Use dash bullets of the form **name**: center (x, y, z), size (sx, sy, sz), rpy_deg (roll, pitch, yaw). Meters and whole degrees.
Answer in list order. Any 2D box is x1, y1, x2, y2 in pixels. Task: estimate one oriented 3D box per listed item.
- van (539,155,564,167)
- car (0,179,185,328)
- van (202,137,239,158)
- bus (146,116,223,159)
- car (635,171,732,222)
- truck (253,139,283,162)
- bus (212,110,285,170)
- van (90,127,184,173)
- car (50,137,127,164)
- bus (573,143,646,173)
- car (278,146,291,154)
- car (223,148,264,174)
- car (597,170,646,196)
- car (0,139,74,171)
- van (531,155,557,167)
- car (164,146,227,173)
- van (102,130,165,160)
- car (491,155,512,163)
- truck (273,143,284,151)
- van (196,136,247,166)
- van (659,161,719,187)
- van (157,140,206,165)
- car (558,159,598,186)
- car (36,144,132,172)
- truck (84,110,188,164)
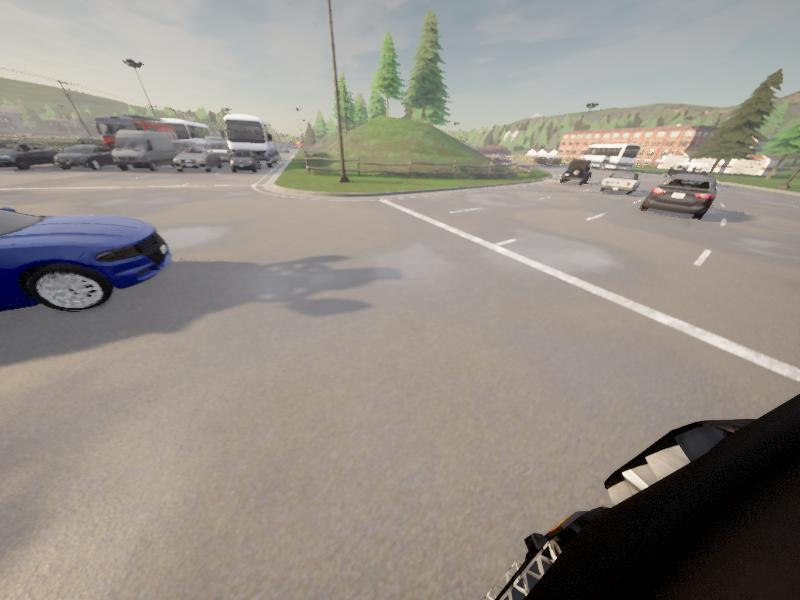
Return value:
- **van**: center (35.095, -32.364, 53.713), size (1.775, 1.987, 4.442), rpy_deg (-6, 34, -13)
- **car**: center (-6.471, -0.539, 2.970), size (5.008, 1.535, 1.882), rpy_deg (-16, 38, -26)
- **van**: center (-26.866, -23.012, 34.904), size (2.351, 2.431, 6.366), rpy_deg (-9, 35, -17)
- **bus**: center (-29.840, -22.966, 32.973), size (3.944, 4.253, 10.273), rpy_deg (-9, 35, -17)
- **car**: center (14.207, -5.351, 11.561), size (4.611, 1.667, 2.242), rpy_deg (-22, 41, -33)
- **truck**: center (-18.548, -21.254, 32.757), size (2.627, 2.467, 5.204), rpy_deg (-9, 35, -17)
- **bus**: center (-15.287, -16.896, 24.743), size (3.944, 4.253, 10.273), rpy_deg (-9, 35, -17)
- **van**: center (-20.019, -11.769, 18.194), size (1.988, 2.561, 5.915), rpy_deg (-9, 35, -17)
- **car**: center (-28.851, -14.086, 21.713), size (1.932, 1.855, 4.605), rpy_deg (-9, 35, -17)
- **bus**: center (40.080, -27.835, 45.110), size (3.944, 4.253, 10.273), rpy_deg (2, 33, -4)
- **car**: center (-28.010, -36.421, 56.085), size (2.128, 1.511, 4.902), rpy_deg (-9, 35, -17)
- **car**: center (-13.026, -11.769, 19.516), size (1.851, 1.617, 3.988), rpy_deg (-9, 35, -17)
- **car**: center (16.963, -8.999, 17.630), size (4.718, 1.301, 1.895), rpy_deg (-27, 43, -37)
- **car**: center (-26.466, -10.061, 15.953), size (2.242, 1.667, 4.611), rpy_deg (-9, 35, -17)
- **van**: center (31.962, -31.030, 51.428), size (2.069, 2.038, 4.480), rpy_deg (-5, 34, -14)
- **car**: center (-16.595, -11.693, 19.144), size (2.152, 1.651, 5.027), rpy_deg (-9, 35, -17)
- **van**: center (-31.315, -18.437, 27.555), size (1.988, 2.561, 5.915), rpy_deg (-9, 35, -17)
- **car**: center (25.769, -35.853, 58.843), size (2.163, 1.488, 4.792), rpy_deg (-9, 35, -16)
- **truck**: center (-40.181, -50.815, 76.516), size (2.390, 2.098, 6.274), rpy_deg (-9, 35, -17)
- **van**: center (-19.228, -16.392, 25.370), size (2.351, 2.431, 6.366), rpy_deg (-9, 35, -17)
- **van**: center (32.093, -14.240, 25.940), size (2.069, 2.038, 4.480), rpy_deg (17, 36, 18)
- **van**: center (-22.260, -15.220, 23.786), size (1.775, 1.987, 4.442), rpy_deg (-9, 35, -17)
- **car**: center (16.564, -11.897, 21.461), size (1.905, 1.878, 3.866), rpy_deg (27, 41, 32)
- **car**: center (-23.339, -10.801, 17.449), size (1.837, 1.490, 4.892), rpy_deg (-9, 35, -17)
- **truck**: center (-26.205, -16.566, 23.888), size (2.891, 3.827, 8.468), rpy_deg (-9, 35, -17)
